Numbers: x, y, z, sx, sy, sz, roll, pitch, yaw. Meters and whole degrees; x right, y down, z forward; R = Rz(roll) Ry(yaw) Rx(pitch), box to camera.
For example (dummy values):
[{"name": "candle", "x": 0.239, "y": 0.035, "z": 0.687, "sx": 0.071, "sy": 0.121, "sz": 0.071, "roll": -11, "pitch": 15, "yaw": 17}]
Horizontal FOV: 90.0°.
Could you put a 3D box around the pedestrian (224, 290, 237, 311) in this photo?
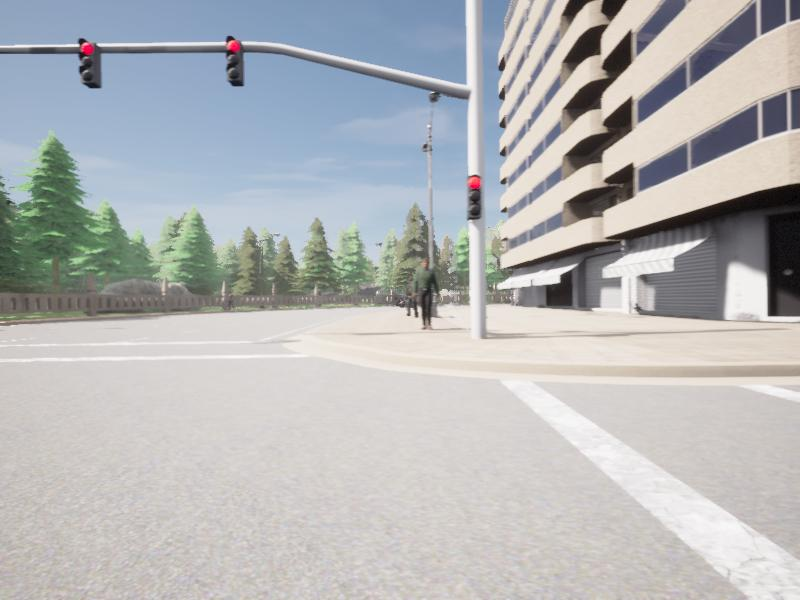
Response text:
[{"name": "pedestrian", "x": -15.157, "y": 0.017, "z": 35.774, "sx": 0.751, "sy": 1.860, "sz": 0.751, "roll": -1, "pitch": 0, "yaw": 19}]

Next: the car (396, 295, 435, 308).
[{"name": "car", "x": 1.912, "y": 0.135, "z": 48.227, "sx": 4.674, "sy": 1.442, "sz": 1.812, "roll": -1, "pitch": 0, "yaw": -39}]

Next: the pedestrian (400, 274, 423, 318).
[{"name": "pedestrian", "x": 0.504, "y": -0.183, "z": 17.350, "sx": 0.751, "sy": 1.860, "sz": 0.751, "roll": -1, "pitch": 0, "yaw": 26}]

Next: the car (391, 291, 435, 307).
[{"name": "car", "x": 1.729, "y": -0.171, "z": 52.641, "sx": 5.566, "sy": 2.045, "sz": 2.150, "roll": -1, "pitch": 0, "yaw": -36}]

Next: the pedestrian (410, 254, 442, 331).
[{"name": "pedestrian", "x": 0.662, "y": -0.174, "z": 10.128, "sx": 0.751, "sy": 1.860, "sz": 0.751, "roll": -1, "pitch": 0, "yaw": 5}]

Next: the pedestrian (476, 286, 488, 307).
[{"name": "pedestrian", "x": 7.151, "y": -0.306, "z": 34.869, "sx": 0.751, "sy": 1.860, "sz": 0.751, "roll": -1, "pitch": 0, "yaw": 30}]
